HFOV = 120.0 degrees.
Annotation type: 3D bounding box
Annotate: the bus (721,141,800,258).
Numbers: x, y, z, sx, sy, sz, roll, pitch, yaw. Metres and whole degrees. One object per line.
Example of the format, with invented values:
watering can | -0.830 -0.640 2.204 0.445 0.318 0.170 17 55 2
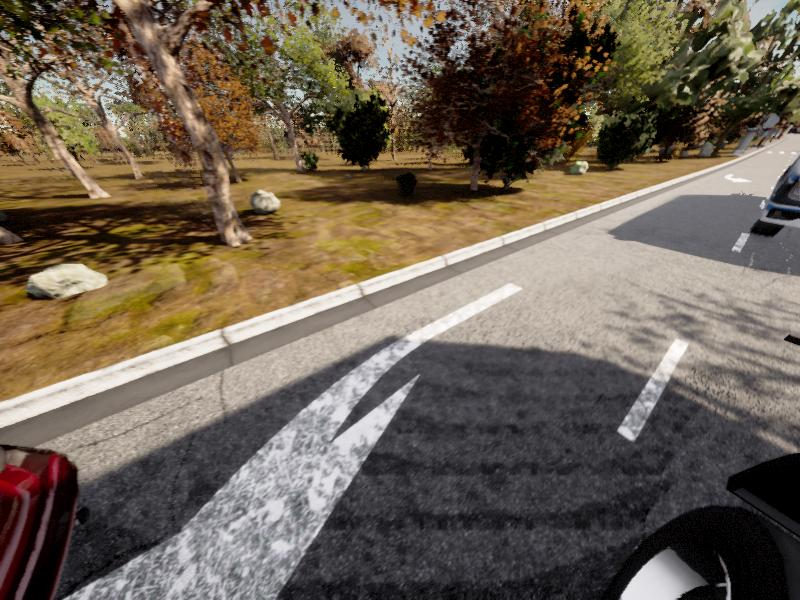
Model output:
bus | 13.682 -4.033 5.901 10.273 4.253 3.944 -22 41 -28
